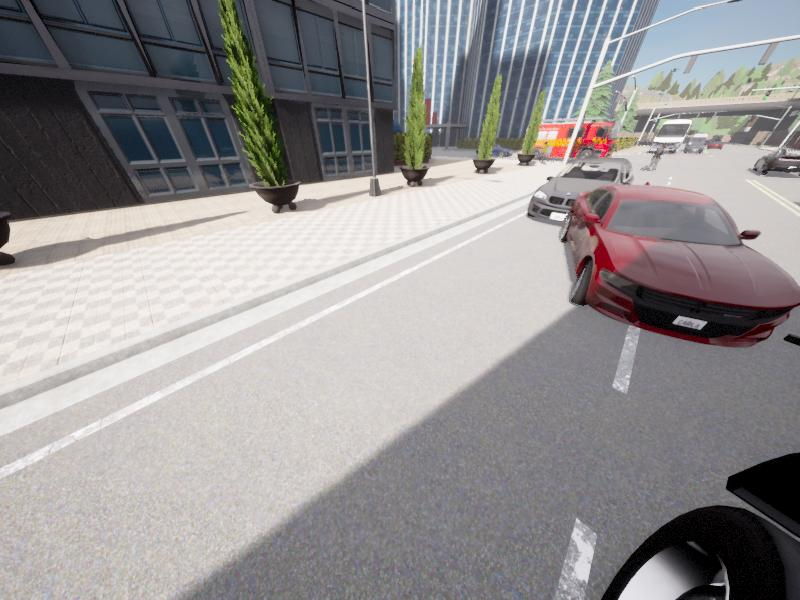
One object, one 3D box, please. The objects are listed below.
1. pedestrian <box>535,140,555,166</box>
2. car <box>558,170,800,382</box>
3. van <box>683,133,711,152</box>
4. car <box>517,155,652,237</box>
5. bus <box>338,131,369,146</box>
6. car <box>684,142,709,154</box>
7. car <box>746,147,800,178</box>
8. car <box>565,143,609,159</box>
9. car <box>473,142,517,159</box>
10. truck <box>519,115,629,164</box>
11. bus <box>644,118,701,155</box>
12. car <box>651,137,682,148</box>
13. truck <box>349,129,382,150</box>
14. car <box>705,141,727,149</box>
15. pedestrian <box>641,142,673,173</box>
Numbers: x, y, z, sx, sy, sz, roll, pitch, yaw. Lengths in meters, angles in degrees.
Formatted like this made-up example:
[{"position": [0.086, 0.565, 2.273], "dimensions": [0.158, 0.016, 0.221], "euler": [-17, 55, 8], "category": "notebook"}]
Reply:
[{"position": [12.633, -12.857, 20.169], "dimensions": [0.751, 1.860, 0.751], "euler": [-29, 44, -34], "category": "pedestrian"}, {"position": [4.435, -1.241, 4.307], "dimensions": [1.882, 1.535, 5.008], "euler": [16, 38, 22], "category": "car"}, {"position": [51.735, -27.485, 40.363], "dimensions": [1.988, 2.561, 5.915], "euler": [29, 45, 35], "category": "van"}, {"position": [6.294, -3.781, 7.805], "dimensions": [4.611, 1.667, 2.242], "euler": [-29, 44, -35], "category": "car"}, {"position": [-16.417, -57.930, 82.697], "dimensions": [3.944, 4.253, 10.273], "euler": [30, 45, 35], "category": "bus"}, {"position": [46.287, -23.842, 36.180], "dimensions": [1.812, 1.442, 4.674], "euler": [30, 45, 35], "category": "car"}, {"position": [26.875, -9.665, 16.127], "dimensions": [2.128, 1.511, 4.902], "euler": [30, 45, 35], "category": "car"}, {"position": [23.957, -19.249, 29.735], "dimensions": [1.789, 1.549, 3.705], "euler": [-25, 42, -32], "category": "car"}, {"position": [12.696, -20.188, 31.099], "dimensions": [4.856, 1.649, 2.033], "euler": [29, 45, 35], "category": "car"}, {"position": [18.443, -17.558, 25.405], "dimensions": [2.891, 3.827, 8.468], "euler": [-27, 43, -33], "category": "truck"}, {"position": [43.161, -25.932, 36.737], "dimensions": [3.944, 4.253, 10.273], "euler": [30, 45, 35], "category": "bus"}, {"position": [65.229, -38.765, 56.692], "dimensions": [2.150, 2.045, 5.566], "euler": [8, 37, 10], "category": "car"}, {"position": [-8.334, -38.479, 55.354], "dimensions": [8.468, 3.827, 2.891], "euler": [29, 45, 35], "category": "truck"}, {"position": [65.609, -32.246, 48.031], "dimensions": [1.994, 1.385, 4.181], "euler": [29, 44, 35], "category": "car"}, {"position": [19.046, -10.580, 17.146], "dimensions": [0.751, 1.860, 0.751], "euler": [-24, 41, -29], "category": "pedestrian"}]
